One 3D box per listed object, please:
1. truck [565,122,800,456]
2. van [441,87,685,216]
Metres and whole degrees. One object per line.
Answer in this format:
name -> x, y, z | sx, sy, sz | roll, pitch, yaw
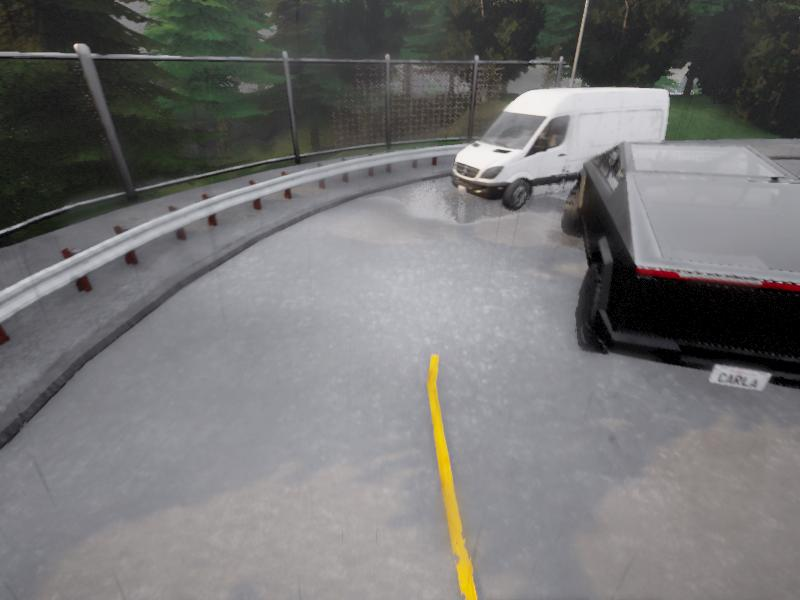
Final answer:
truck -> 3.931, -1.099, 5.845 | 2.390, 2.098, 6.274 | 9, 31, 17
van -> 4.220, -4.139, 10.614 | 5.915, 2.561, 1.988 | -13, 32, -21
